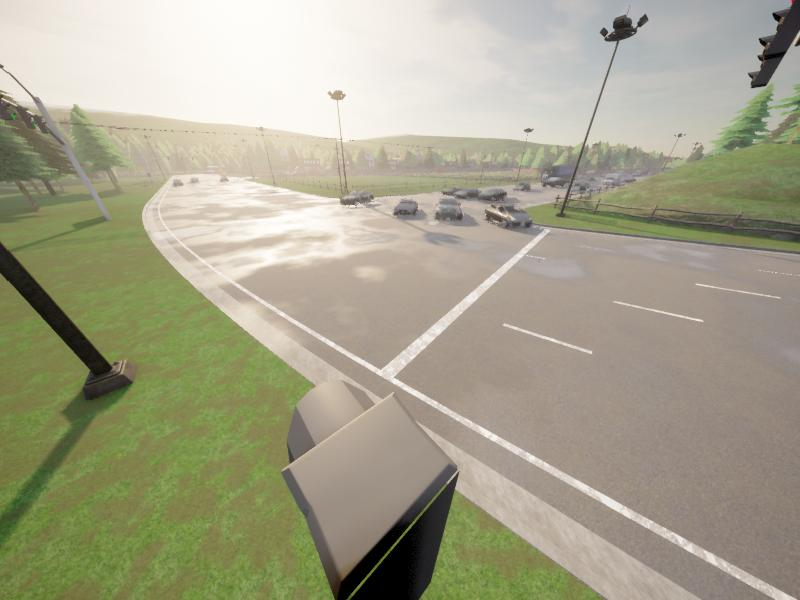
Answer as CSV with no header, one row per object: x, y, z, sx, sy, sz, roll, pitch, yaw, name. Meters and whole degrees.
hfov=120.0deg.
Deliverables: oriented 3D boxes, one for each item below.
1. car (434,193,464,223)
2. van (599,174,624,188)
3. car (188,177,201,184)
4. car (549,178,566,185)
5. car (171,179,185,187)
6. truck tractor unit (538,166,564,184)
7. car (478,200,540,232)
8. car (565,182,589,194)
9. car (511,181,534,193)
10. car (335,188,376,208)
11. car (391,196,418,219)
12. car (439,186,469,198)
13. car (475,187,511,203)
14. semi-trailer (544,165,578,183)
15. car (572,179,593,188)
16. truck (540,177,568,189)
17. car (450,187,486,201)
4.145,-8.224,20.453,2.097,1.767,4.553,3,30,5,car
48.540,-27.361,52.969,6.366,2.431,2.351,-23,37,-34,van
-57.444,-33.531,64.640,2.128,1.511,4.902,-22,37,-33,car
40.417,-30.400,59.165,4.892,1.490,1.837,-23,37,-34,car
-51.758,-27.335,53.849,1.837,1.490,4.892,-22,37,-33,car
41.159,-34.177,62.982,6.516,4.208,3.053,-23,37,-34,truck tractor unit
8.283,-6.738,18.150,2.007,1.525,4.514,-6,30,-9,car
30.925,-19.608,40.360,3.988,1.617,1.851,-23,37,-34,car
22.210,-20.519,41.938,3.988,1.617,1.851,-23,37,-34,car
-5.146,-12.303,27.674,1.930,1.638,5.238,14,33,24,car
0.536,-8.935,22.113,1.994,1.385,4.181,4,30,8,car
8.468,-16.897,35.976,4.718,1.301,1.895,-23,37,-34,car
12.487,-14.118,30.922,5.008,1.535,1.882,-23,37,-34,car
47.218,-36.808,67.343,14.254,4.402,2.717,-23,37,-34,semi-trailer
40.518,-25.936,51.287,5.238,1.638,1.930,-23,37,-34,car
33.085,-25.223,49.593,6.274,2.098,2.390,-21,36,-32,truck
9.736,-15.187,32.916,5.357,1.411,2.033,-23,37,-34,car
